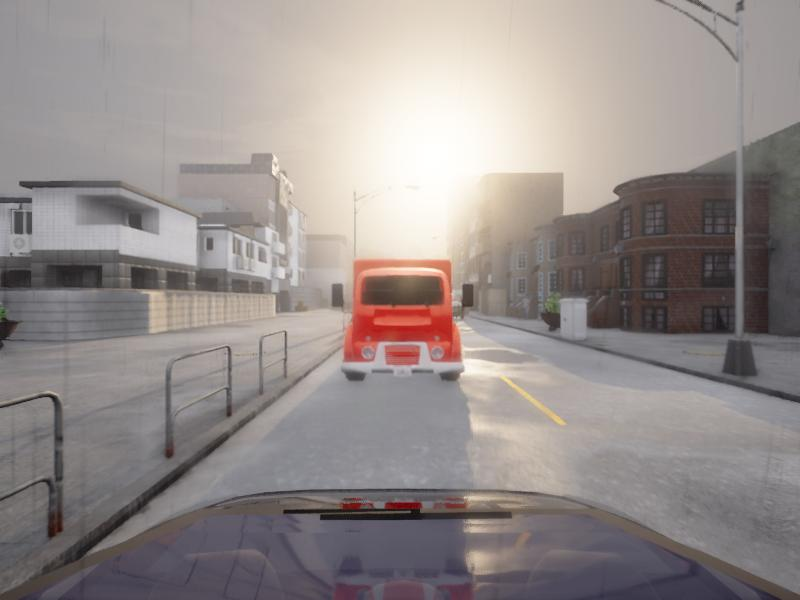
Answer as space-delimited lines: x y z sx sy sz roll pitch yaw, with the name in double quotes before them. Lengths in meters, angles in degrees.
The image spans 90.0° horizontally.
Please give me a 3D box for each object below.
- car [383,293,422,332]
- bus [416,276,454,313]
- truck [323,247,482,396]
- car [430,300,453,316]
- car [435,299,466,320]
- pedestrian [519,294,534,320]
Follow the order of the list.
"car" 0.117 0.614 21.530 1.905 1.878 3.866 0 0 0
"bus" 4.148 -0.607 50.521 3.944 4.253 10.273 0 0 0
"truck" 0.053 0.338 9.193 2.627 2.467 5.204 0 0 0
"car" 4.219 0.763 41.251 1.882 1.535 5.008 0 0 0
"car" 4.181 0.722 33.865 1.930 1.638 5.238 0 0 0
"pedestrian" 9.260 0.490 29.246 0.751 1.860 0.751 0 0 -12
